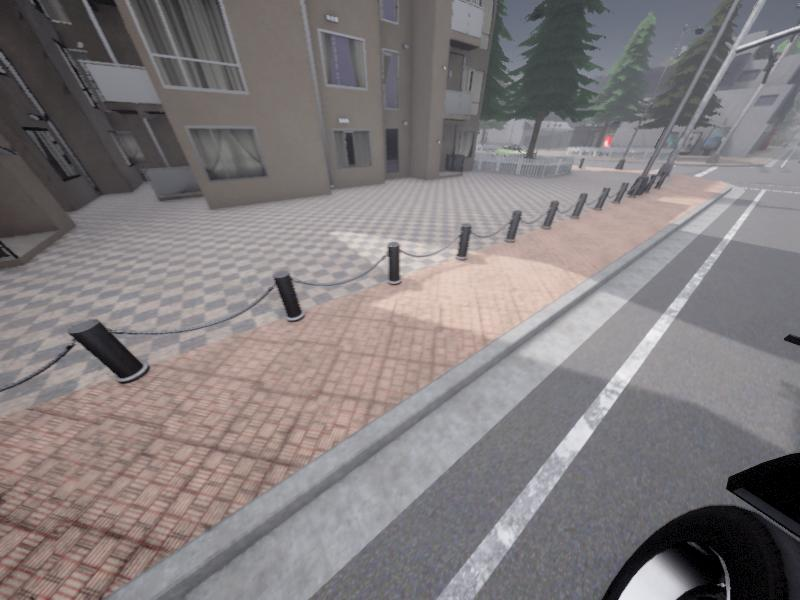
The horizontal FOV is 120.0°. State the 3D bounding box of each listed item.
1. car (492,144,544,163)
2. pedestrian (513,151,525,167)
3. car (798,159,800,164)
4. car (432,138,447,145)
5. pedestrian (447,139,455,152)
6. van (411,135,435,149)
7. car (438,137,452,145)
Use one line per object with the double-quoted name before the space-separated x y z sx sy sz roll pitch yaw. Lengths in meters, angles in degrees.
"car" 13.011 -16.429 25.816 2.007 1.525 4.514 -24 41 -29
"pedestrian" 9.900 -11.728 19.227 0.500 1.100 0.500 26 43 32
"car" 40.515 -13.884 22.115 4.181 1.385 1.994 -22 41 -28
"car" 12.826 -51.654 75.103 1.932 1.855 4.605 -23 41 -29
"pedestrian" 8.886 -26.950 40.171 0.751 1.860 0.751 -25 42 -31
"van" 5.571 -38.885 56.815 5.915 2.561 1.988 -23 41 -29
"car" 14.930 -52.857 76.757 1.905 1.878 3.866 -23 41 -29
